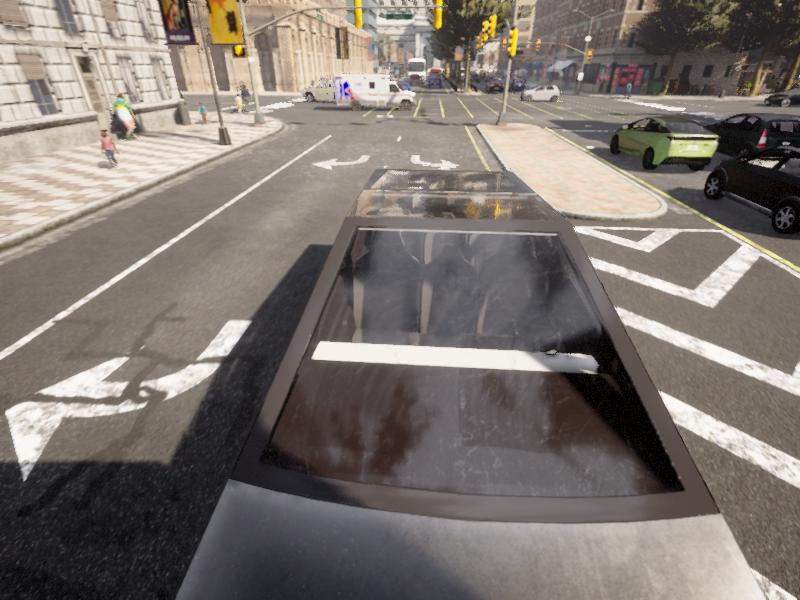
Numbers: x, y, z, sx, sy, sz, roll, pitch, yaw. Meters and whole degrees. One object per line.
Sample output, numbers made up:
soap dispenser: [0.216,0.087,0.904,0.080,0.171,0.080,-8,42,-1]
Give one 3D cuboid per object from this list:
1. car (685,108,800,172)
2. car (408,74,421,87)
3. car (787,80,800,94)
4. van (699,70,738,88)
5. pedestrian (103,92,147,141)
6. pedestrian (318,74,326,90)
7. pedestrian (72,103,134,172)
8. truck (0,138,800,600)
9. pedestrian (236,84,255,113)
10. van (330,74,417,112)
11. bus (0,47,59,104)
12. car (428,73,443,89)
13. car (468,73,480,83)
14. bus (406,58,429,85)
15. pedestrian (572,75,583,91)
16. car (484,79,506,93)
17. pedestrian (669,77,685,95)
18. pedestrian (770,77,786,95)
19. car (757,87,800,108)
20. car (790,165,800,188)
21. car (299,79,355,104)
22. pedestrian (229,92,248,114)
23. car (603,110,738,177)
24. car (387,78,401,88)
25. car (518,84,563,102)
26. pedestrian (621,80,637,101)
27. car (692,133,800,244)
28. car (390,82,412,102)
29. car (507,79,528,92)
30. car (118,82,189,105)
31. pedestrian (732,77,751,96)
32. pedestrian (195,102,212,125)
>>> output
car: [12.909,-6.072,14.869,1.851,1.617,3.988,2,30,4]
car: [2.483,-37.534,68.304,1.905,1.878,3.866,2,30,4]
car: [54.369,-28.006,52.693,2.242,1.667,4.611,2,30,4]
van: [55.882,-38.942,70.355,1.988,2.561,5.915,2,30,4]
pedestrian: [-11.760,-7.870,17.179,0.751,1.860,0.751,5,31,7]
pedestrian: [-10.685,-30.076,55.133,0.751,1.860,0.751,2,30,3]
pedestrian: [-9.002,-4.952,12.211,0.751,1.860,0.751,-3,31,-6]
truck: [0.423,0.114,3.731,2.390,2.098,6.274,2,30,4]
pedestrian: [-11.182,-14.610,29.002,0.751,1.860,0.751,-1,30,-2]
van: [-1.925,-16.106,31.105,6.366,2.431,2.351,2,30,3]
bus: [-38.021,-20.130,35.944,10.273,4.253,3.944,2,30,4]
car: [5.619,-35.053,63.918,2.150,2.045,5.566,2,30,4]
car: [15.248,-45.854,82.599,1.932,1.855,4.605,2,30,4]
bus: [3.465,-44.366,77.618,3.944,4.253,10.273,2,30,4]
pedestrian: [24.432,-29.895,55.054,0.751,1.860,0.751,-4,31,-7]
car: [12.770,-28.922,53.991,2.038,1.542,4.974,2,30,4]
pedestrian: [32.255,-24.952,46.658,0.751,1.860,0.751,2,30,3]
pedestrian: [44.513,-25.147,47.072,0.751,1.860,0.751,24,38,34]
car: [35.117,-17.848,35.261,4.792,1.488,2.163,2,30,3]
car: [12.435,-2.837,9.449,1.837,1.490,4.892,2,30,4]
car: [-6.797,-19.522,37.440,4.605,1.855,1.932,3,30,7]
pedestrian: [-11.028,-13.441,27.322,0.751,1.300,0.751,3,30,4]
car: [9.356,-5.787,14.439,2.007,1.525,4.514,2,30,4]
car: [-0.958,-36.057,66.315,1.895,1.301,4.718,2,30,3]
car: [13.791,-20.444,39.510,3.633,1.501,1.845,2,30,3]
pedestrian: [23.421,-21.477,40.964,0.751,1.860,0.751,-4,31,-7]
car: [8.898,-2.686,9.109,1.789,1.549,3.705,2,30,4]
car: [0.139,-21.497,41.212,1.882,1.535,5.008,2,30,4]
car: [16.460,-30.119,56.112,1.970,1.475,3.806,2,30,4]
car: [-21.720,-18.299,35.472,4.611,1.667,2.242,2,30,4]
pedestrian: [39.150,-24.487,45.909,0.751,1.860,0.751,-2,30,-3]
pedestrian: [-10.759,-10.226,21.964,0.500,1.100,0.500,-5,31,-9]
